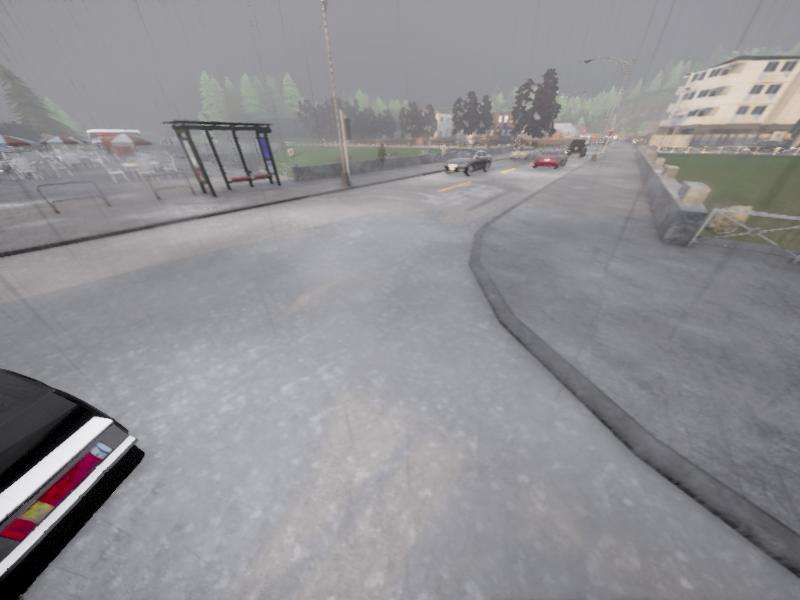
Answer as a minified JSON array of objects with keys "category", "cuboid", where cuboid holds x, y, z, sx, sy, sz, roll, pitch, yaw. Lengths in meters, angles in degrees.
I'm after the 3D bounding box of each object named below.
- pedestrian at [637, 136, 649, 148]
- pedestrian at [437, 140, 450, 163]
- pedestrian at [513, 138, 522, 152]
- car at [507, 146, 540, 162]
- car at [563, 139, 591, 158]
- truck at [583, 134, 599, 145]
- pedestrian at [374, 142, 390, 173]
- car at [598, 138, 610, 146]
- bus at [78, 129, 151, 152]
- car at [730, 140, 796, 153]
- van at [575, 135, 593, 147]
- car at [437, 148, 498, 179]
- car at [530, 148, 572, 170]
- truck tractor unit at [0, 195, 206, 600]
[{"category":"pedestrian","cuboid":[46.601,-30.346,44.310,0.751,1.860,0.751,25,42,31]},{"category":"pedestrian","cuboid":[4.305,-14.723,22.911,0.751,1.860,0.751,26,43,32]},{"category":"pedestrian","cuboid":[19.012,-25.139,37.483,0.751,1.860,0.751,23,41,29]},{"category":"car","cuboid":[14.004,-16.557,26.099,1.895,1.301,4.718,25,42,31]},{"category":"car","cuboid":[22.325,-19.120,29.109,1.905,1.878,3.866,25,42,31]},{"category":"truck","cuboid":[57.452,-48.330,69.544,2.627,2.467,5.204,25,42,31]},{"category":"pedestrian","cuboid":[-1.291,-10.322,16.746,0.751,1.860,0.751,13,38,19]},{"category":"car","cuboid":[54.378,-42.066,61.507,1.789,1.549,3.705,25,43,31]},{"category":"bus","cuboid":[-70.503,-39.793,57.519,3.944,4.253,10.273,25,42,31]},{"category":"car","cuboid":[52.967,-22.531,33.898,4.892,1.490,1.837,26,43,32]},{"category":"van","cuboid":[47.235,-40.953,59.264,2.351,2.431,6.366,25,42,31]},{"category":"car","cuboid":[5.031,-10.096,16.872,2.128,1.511,4.902,25,43,32]},{"category":"car","cuboid":[13.141,-12.294,20.007,1.994,1.385,4.181,25,42,31]},{"category":"truck tractor unit","cuboid":[-5.368,0.155,0.164,6.516,4.208,3.053,3,35,5]}]
